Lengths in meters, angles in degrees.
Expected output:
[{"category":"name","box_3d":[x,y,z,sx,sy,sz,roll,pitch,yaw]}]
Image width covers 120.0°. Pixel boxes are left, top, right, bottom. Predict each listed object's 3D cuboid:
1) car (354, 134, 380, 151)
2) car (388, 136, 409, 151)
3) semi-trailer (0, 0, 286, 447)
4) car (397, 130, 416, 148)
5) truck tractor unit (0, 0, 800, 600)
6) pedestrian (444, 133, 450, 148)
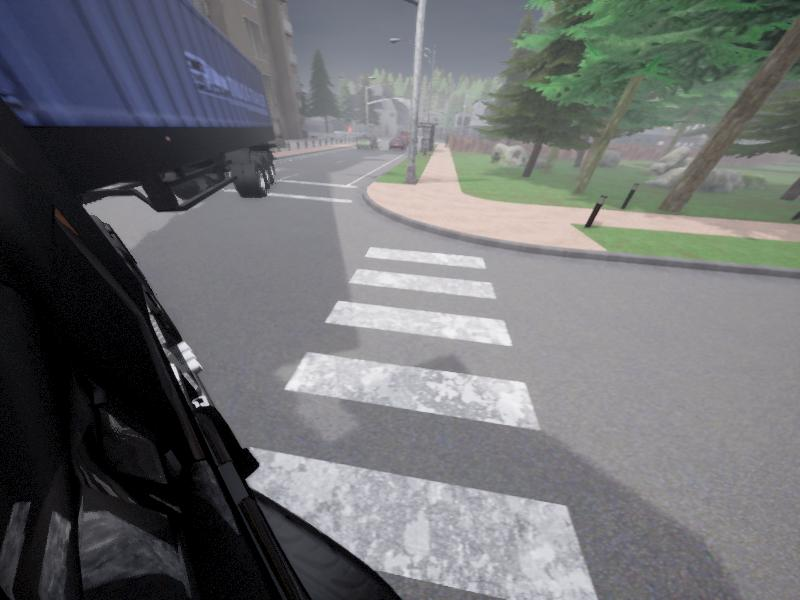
[{"category":"car","box_3d":[-3.982,-19.640,28.684,2.007,1.525,4.514,7,37,6]},{"category":"car","box_3d":[-0.163,-20.532,30.279,1.994,1.385,4.181,7,37,6]},{"category":"semi-trailer","box_3d":[-5.719,-4.642,5.857,2.717,4.402,14.254,-8,38,-14]},{"category":"car","box_3d":[1.109,-25.461,36.455,2.150,2.045,5.566,7,37,6]},{"category":"truck tractor unit","box_3d":[-2.645,-0.295,0.352,6.516,4.208,3.053,28,44,30]},{"category":"pedestrian","box_3d":[7.238,-24.625,35.597,0.751,1.860,0.751,8,37,6]}]
